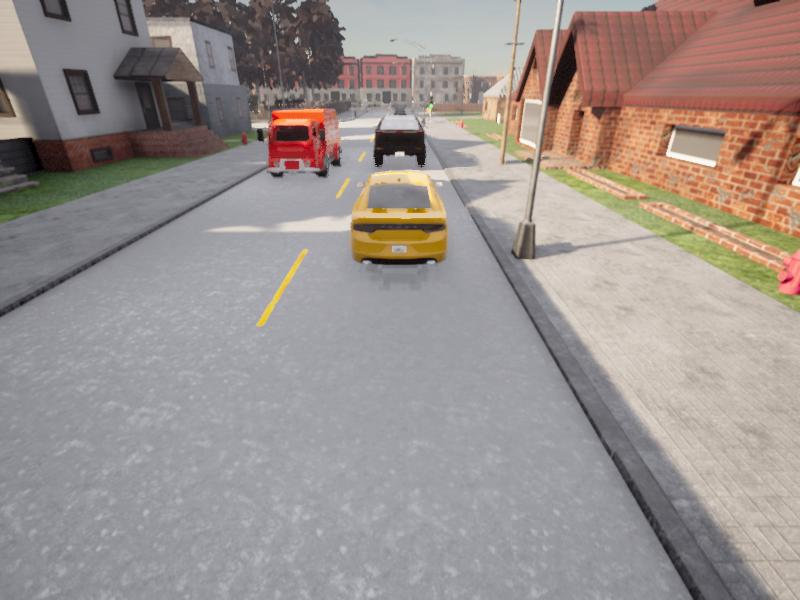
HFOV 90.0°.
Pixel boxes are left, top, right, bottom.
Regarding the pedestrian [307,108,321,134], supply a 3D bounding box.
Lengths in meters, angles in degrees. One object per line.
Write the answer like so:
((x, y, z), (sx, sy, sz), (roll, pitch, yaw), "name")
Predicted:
((-7.012, -14.637, 32.746), (0.751, 1.860, 0.751), (2, 27, 5), "pedestrian")

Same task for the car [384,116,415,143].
((-0.016, -12.865, 29.978), (2.128, 1.511, 4.902), (0, 27, 0), "car")

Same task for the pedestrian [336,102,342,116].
((-9.261, -28.938, 60.584), (0.751, 1.860, 0.751), (0, 27, 1), "pedestrian")

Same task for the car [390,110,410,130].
((-0.014, -17.901, 39.669), (1.851, 1.617, 3.988), (0, 27, 0), "car")

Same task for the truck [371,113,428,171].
((-0.015, -8.045, 19.959), (2.390, 2.098, 6.274), (0, 27, 0), "truck")

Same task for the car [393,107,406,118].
((-0.019, -28.618, 60.973), (1.895, 1.301, 4.718), (0, 27, 0), "car")

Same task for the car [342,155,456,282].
((-0.015, -2.163, 9.133), (1.882, 1.535, 5.008), (0, 27, 0), "car")

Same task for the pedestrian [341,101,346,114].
((-9.261, -31.521, 65.605), (0.751, 1.860, 0.751), (0, 27, 0), "pedestrian")

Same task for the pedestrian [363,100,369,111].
((-6.608, -37.421, 77.083), (0.751, 1.860, 0.751), (15, 31, 27), "pedestrian")

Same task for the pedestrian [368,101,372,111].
((-6.137, -39.517, 81.386), (0.751, 1.860, 0.751), (-1, 27, -1), "pedestrian")

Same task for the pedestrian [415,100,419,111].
((3.311, -38.337, 78.842), (0.751, 1.860, 0.751), (-1, 27, -3), "pedestrian")

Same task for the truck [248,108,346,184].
((-4.012, -6.679, 16.900), (2.627, 2.467, 5.204), (0, 27, 0), "truck")

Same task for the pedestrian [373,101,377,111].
((-5.018, -39.175, 80.721), (0.751, 1.860, 0.751), (2, 27, 3), "pedestrian")

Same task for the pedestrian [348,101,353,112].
((-9.278, -36.516, 75.324), (0.751, 1.860, 0.751), (0, 27, 1), "pedestrian")

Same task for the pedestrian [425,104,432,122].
((3.394, -21.909, 46.906), (0.751, 1.860, 0.751), (2, 27, 3), "pedestrian")
